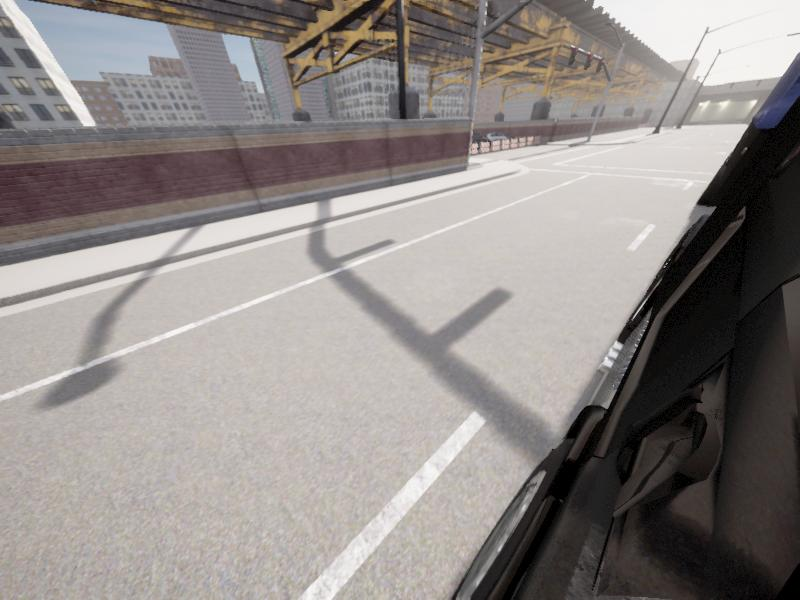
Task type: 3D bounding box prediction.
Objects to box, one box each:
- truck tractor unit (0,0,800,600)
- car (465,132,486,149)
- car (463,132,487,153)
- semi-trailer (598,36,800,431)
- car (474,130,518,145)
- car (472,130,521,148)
[{"bbox_3d":[2.645,-0.295,0.351,6.516,4.208,3.053,-28,44,-30],"label":"truck tractor unit"},{"bbox_3d":[8.060,-17.307,24.980,1.853,1.218,4.536,6,37,12],"label":"car"},{"bbox_3d":[8.055,-17.150,25.034,2.038,1.542,4.974,6,37,12],"label":"car"},{"bbox_3d":[8.696,-3.594,4.246,14.254,4.402,2.717,-28,43,-30],"label":"semi-trailer"},{"bbox_3d":[11.602,-19.792,28.106,4.536,1.218,1.853,-9,37,-8],"label":"car"},{"bbox_3d":[11.659,-19.673,28.207,4.974,1.542,2.038,-9,37,-8],"label":"car"}]
